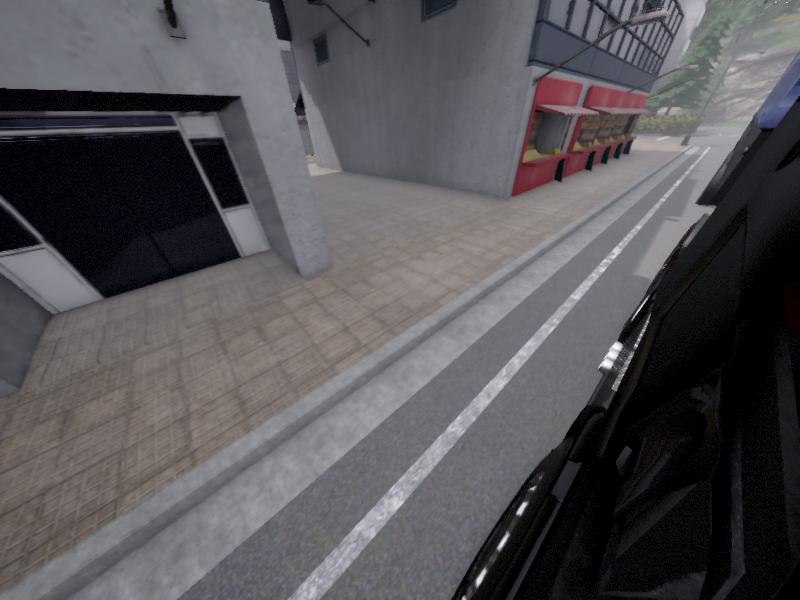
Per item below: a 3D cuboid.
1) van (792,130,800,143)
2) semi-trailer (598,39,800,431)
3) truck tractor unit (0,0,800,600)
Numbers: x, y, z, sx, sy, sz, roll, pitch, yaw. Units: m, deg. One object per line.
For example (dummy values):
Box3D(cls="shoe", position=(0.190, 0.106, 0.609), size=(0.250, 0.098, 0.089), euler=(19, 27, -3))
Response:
Box3D(cls="van", position=(32.874, -13.394, 17.750), size=(4.442, 1.987, 1.775), euler=(-29, 43, -31))
Box3D(cls="semi-trailer", position=(8.694, -3.604, 4.238), size=(14.254, 4.402, 2.717), euler=(-28, 44, -30))
Box3D(cls="truck tractor unit", position=(2.645, -0.295, 0.351), size=(6.516, 4.208, 3.053), euler=(-28, 44, -30))
